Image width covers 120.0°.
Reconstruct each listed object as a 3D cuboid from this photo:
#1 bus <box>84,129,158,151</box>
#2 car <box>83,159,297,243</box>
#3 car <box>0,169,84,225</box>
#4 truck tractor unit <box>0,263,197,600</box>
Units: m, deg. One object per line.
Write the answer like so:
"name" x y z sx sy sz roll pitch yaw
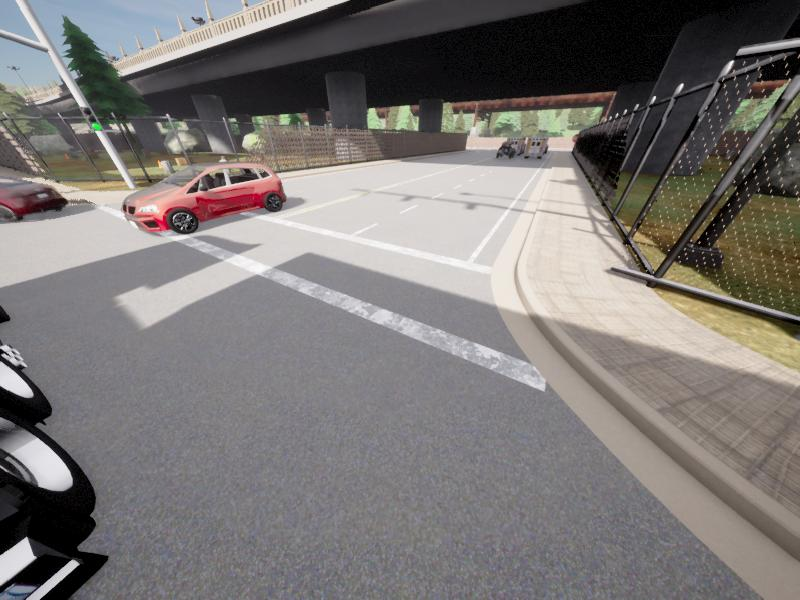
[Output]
"bus" -68.887 -39.823 57.555 3.944 4.253 10.273 18 39 24
"car" -6.379 -3.669 7.856 2.242 1.667 4.611 18 38 24
"car" -14.660 -3.437 7.780 4.181 1.385 1.994 -9 37 -13
"truck tractor unit" -5.108 -0.304 0.776 6.516 4.208 3.053 19 39 24
